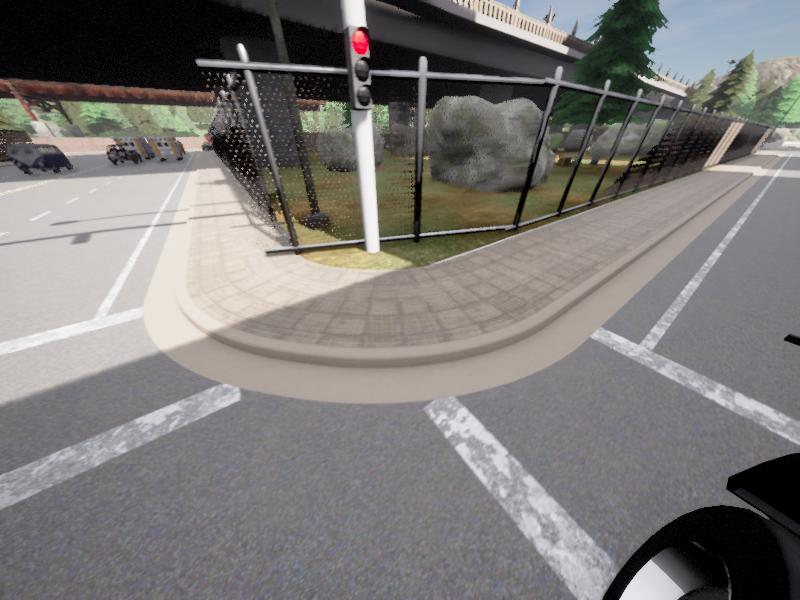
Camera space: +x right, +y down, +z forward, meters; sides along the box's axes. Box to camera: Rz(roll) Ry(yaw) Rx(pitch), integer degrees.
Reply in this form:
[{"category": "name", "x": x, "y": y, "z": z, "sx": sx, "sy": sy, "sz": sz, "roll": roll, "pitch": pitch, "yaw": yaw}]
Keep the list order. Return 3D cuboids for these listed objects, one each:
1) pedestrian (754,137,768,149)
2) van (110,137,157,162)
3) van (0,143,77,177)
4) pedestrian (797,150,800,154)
[{"category": "pedestrian", "x": 71.992, "y": -31.312, "z": 46.051, "sx": 0.751, "sy": 1.860, "sz": 0.751, "roll": -23, "pitch": 41, "yaw": -29}, {"category": "van", "x": -34.433, "y": -19.765, "z": 30.146, "sx": 2.351, "sy": 2.431, "sz": 6.366, "roll": -22, "pitch": 41, "yaw": -28}, {"category": "van", "x": -28.391, "y": -11.132, "z": 18.235, "sx": 1.775, "sy": 1.987, "sz": 4.442, "roll": -22, "pitch": 41, "yaw": -28}, {"category": "pedestrian", "x": 60.007, "y": -22.572, "z": 33.974, "sx": 0.751, "sy": 1.860, "sz": 0.751, "roll": -27, "pitch": 43, "yaw": -32}]
